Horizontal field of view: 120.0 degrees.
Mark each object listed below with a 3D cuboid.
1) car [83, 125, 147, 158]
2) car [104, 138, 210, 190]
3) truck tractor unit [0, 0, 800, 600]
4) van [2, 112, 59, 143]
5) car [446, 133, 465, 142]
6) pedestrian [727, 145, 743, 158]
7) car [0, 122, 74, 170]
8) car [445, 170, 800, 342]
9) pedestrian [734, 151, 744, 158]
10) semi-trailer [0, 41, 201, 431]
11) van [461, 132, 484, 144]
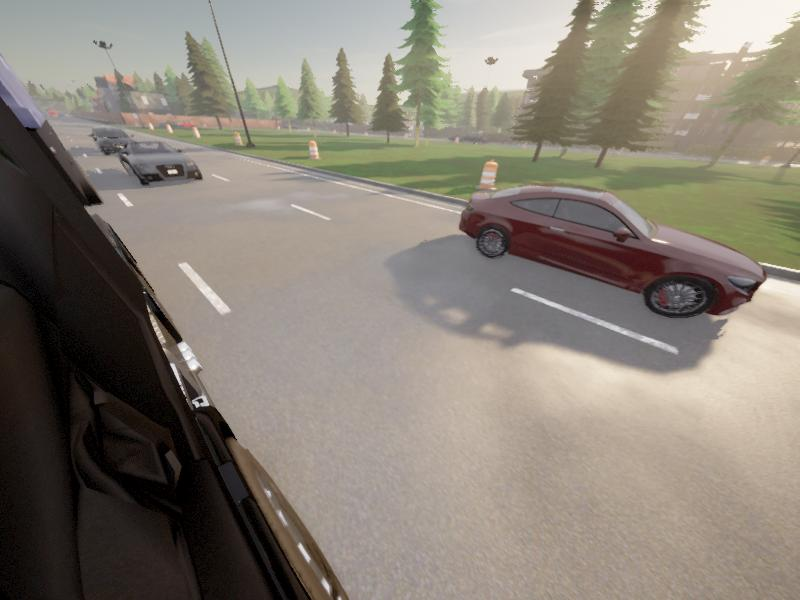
[{"bbox_3d":[-19.570,-10.913,15.814,4.892,1.490,1.837,28,44,30],"label":"car"},{"bbox_3d":[-10.259,-5.866,9.741,4.181,1.385,1.994,28,43,30],"label":"car"},{"bbox_3d":[-2.645,-0.295,0.351,6.516,4.208,3.053,28,44,30],"label":"truck tractor unit"},{"bbox_3d":[-32.231,-15.165,20.297,4.442,1.987,1.775,29,44,30],"label":"van"},{"bbox_3d":[14.076,-40.990,58.368,3.988,1.617,1.851,28,44,30],"label":"car"},{"bbox_3d":[61.484,-27.237,42.390,0.751,1.860,0.751,-24,44,-31],"label":"pedestrian"},{"bbox_3d":[-19.054,-7.956,11.767,5.027,1.651,2.152,28,44,30],"label":"car"},{"bbox_3d":[3.470,-1.351,4.498,4.674,1.442,1.812,28,43,30],"label":"car"},{"bbox_3d":[62.456,-26.832,42.546,0.500,1.100,0.500,29,44,31],"label":"pedestrian"},{"bbox_3d":[-8.700,-3.597,4.236,14.254,4.402,2.717,28,43,30],"label":"semi-trailer"},{"bbox_3d":[16.599,-37.088,52.913,4.442,1.987,1.775,28,44,30],"label":"van"}]
